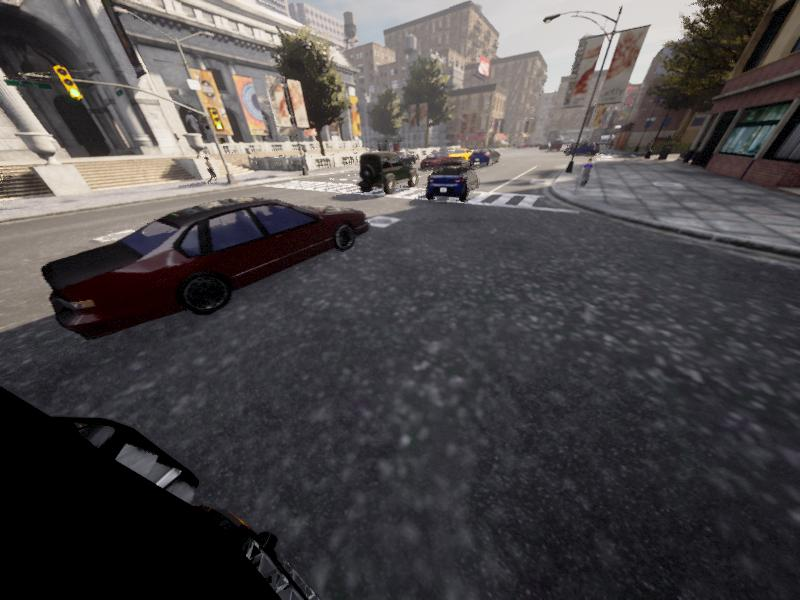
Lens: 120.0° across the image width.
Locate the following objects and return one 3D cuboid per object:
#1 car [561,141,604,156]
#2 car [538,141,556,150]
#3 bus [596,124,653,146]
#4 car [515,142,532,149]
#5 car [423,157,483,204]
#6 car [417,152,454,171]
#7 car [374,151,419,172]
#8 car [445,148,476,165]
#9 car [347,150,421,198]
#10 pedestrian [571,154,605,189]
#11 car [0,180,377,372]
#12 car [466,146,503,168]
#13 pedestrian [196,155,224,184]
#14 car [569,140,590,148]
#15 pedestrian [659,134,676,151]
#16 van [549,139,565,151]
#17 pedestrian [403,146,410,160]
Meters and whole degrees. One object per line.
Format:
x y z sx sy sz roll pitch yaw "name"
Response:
25.128 -20.906 31.937 1.851 1.617 3.988 -23 39 -27 "car"
34.944 -36.653 54.838 2.038 1.542 4.974 26 43 35 "car"
60.209 -44.335 62.194 10.273 4.253 3.944 -5 34 -3 "bus"
35.577 -44.479 66.532 4.674 1.452 2.002 -24 39 -29 "car"
2.640 -5.861 11.093 1.816 1.474 4.193 12 36 21 "car"
3.667 -14.045 23.322 1.994 1.385 4.181 18 39 28 "car"
-0.187 -14.273 23.785 2.128 1.511 4.902 19 39 29 "car"
7.334 -17.391 27.919 1.882 1.535 5.008 18 39 27 "car"
-0.665 -7.016 12.656 1.905 1.878 3.866 19 39 29 "car"
8.562 -5.893 10.594 0.751 1.300 0.751 14 37 23 "pedestrian"
-2.999 -1.285 4.712 2.033 1.411 5.357 19 39 29 "car"
9.093 -15.329 24.655 2.152 1.651 5.027 19 39 29 "car"
-14.685 -10.125 17.915 0.751 1.860 0.751 13 37 22 "pedestrian"
44.953 -39.082 57.853 4.792 1.488 2.163 -22 39 -27 "car"
36.308 -21.405 31.407 0.751 1.860 0.751 19 39 28 "pedestrian"
31.820 -31.464 46.899 1.775 1.987 4.442 20 40 29 "van"
1.037 -22.428 35.231 0.751 1.860 0.751 19 39 28 "pedestrian"
